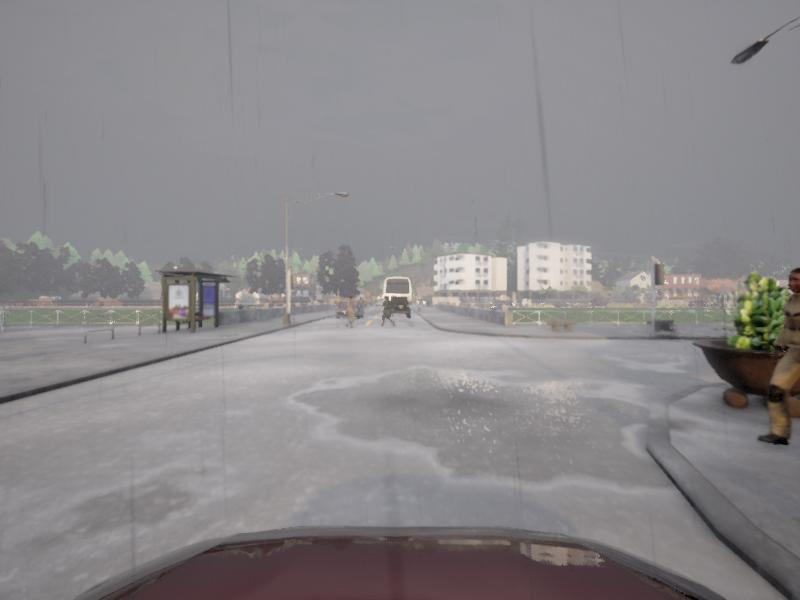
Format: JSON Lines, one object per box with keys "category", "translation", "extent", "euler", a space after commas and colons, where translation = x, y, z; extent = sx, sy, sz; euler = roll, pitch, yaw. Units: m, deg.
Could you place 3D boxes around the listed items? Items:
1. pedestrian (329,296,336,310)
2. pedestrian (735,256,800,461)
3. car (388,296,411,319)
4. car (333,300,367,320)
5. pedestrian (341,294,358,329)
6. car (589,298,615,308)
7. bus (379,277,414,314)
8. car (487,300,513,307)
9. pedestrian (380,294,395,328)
{"category": "pedestrian", "translation": [-8.999, 0.447, 53.326], "extent": [0.751, 1.860, 0.751], "euler": [0, 0, 17]}
{"category": "pedestrian", "translation": [4.001, 0.528, 3.949], "extent": [0.751, 1.860, 0.751], "euler": [0, 0, -1]}
{"category": "car", "translation": [-0.047, 0.591, 35.187], "extent": [1.905, 1.878, 3.866], "euler": [0, 0, -1]}
{"category": "car", "translation": [-4.024, 0.783, 32.867], "extent": [2.128, 1.511, 4.902], "euler": [0, 0, 1]}
{"category": "pedestrian", "translation": [-2.717, 0.602, 21.642], "extent": [0.751, 1.860, 0.751], "euler": [0, 0, 6]}
{"category": "car", "translation": [38.223, 0.524, 75.665], "extent": [3.866, 1.878, 1.905], "euler": [0, 0, 0]}
{"category": "bus", "translation": [-0.357, -0.610, 51.044], "extent": [3.944, 4.253, 10.273], "euler": [0, 1, 0]}
{"category": "car", "translation": [19.839, 0.716, 79.485], "extent": [4.892, 1.490, 1.837], "euler": [0, 0, 1]}
{"category": "pedestrian", "translation": [-0.714, 0.601, 22.528], "extent": [0.751, 1.860, 0.751], "euler": [0, 0, 6]}
